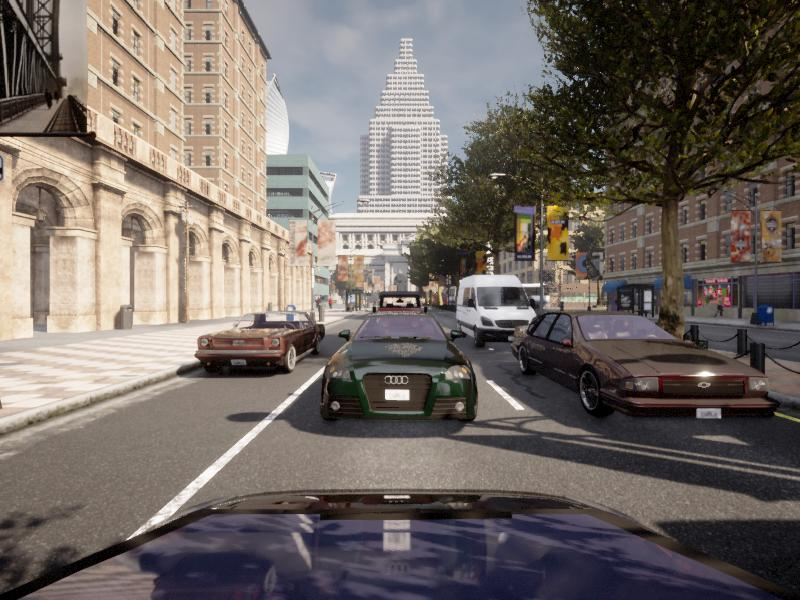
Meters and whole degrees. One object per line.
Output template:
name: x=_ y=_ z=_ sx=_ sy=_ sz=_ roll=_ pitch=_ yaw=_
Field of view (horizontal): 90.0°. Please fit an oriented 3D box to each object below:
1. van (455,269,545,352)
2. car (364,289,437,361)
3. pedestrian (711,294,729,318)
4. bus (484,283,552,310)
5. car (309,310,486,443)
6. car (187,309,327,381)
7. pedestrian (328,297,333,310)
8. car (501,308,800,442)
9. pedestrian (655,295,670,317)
van: x=3.503 y=0.323 z=15.361 sx=1.988 sy=2.561 sz=5.915 roll=0 pitch=0 yaw=0
car: x=0.002 y=0.646 z=12.323 sx=1.905 sy=1.878 sz=3.866 roll=0 pitch=0 yaw=0
pedestrian: x=24.993 y=0.486 z=31.263 sx=0.751 sy=1.860 sz=0.751 roll=0 pitch=0 yaw=-1
bus: x=19.716 y=-0.537 z=67.554 sx=10.273 sy=4.253 sz=3.944 roll=0 pitch=0 yaw=38
car: x=0.010 y=0.908 z=6.581 sx=1.994 sy=1.385 sz=4.181 roll=0 pitch=0 yaw=1
car: x=-3.246 y=0.939 z=10.223 sx=1.895 sy=1.301 sz=4.718 roll=0 pitch=0 yaw=0
pedestrian: x=-10.005 y=0.486 z=57.760 sx=0.751 sy=1.860 sz=0.751 roll=0 pitch=0 yaw=-7
car: x=3.501 y=0.895 z=7.189 sx=2.033 sy=1.411 sz=5.357 roll=0 pitch=0 yaw=0
pedestrian: x=21.864 y=0.486 z=33.356 sx=0.751 sy=1.860 sz=0.751 roll=0 pitch=0 yaw=0
